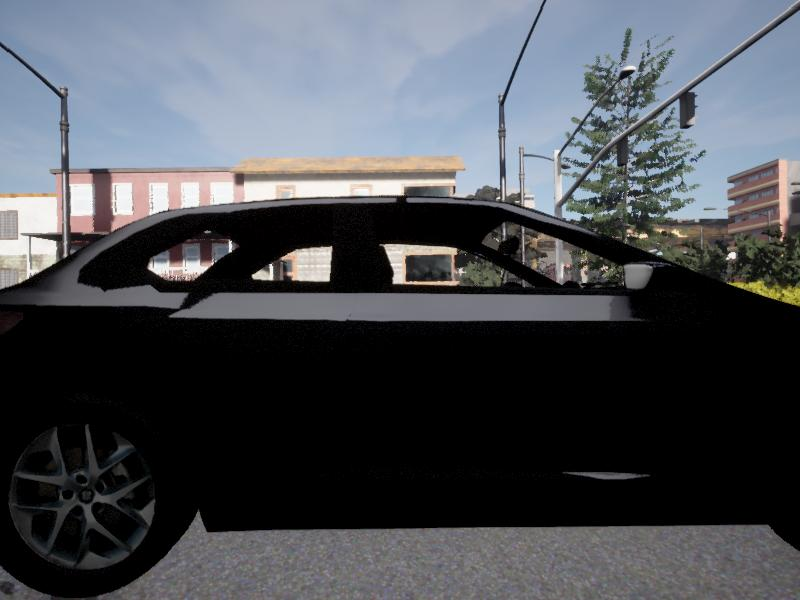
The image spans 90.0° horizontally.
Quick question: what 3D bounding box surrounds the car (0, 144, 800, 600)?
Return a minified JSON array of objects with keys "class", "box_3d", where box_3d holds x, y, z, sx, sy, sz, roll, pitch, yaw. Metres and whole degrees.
[{"class":"car","box_3d":[0.343,0.254,2.184,4.193,1.474,1.816,0,0,-1]}]
